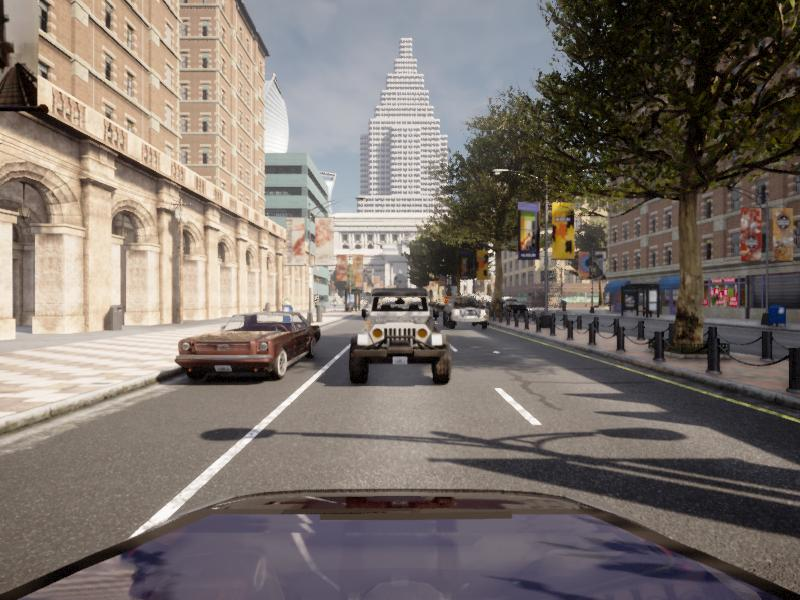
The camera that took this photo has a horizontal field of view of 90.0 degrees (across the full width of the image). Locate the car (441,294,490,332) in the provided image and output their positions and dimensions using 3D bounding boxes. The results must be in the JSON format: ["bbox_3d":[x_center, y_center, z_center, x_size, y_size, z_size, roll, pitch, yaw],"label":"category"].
[{"bbox_3d":[3.500,0.656,22.120,1.932,1.855,4.605,0,0,0],"label":"car"}]

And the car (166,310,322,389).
[{"bbox_3d":[-3.250,0.940,9.526,1.895,1.301,4.718,0,0,0],"label":"car"}]

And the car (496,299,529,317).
[{"bbox_3d":[11.498,0.777,41.414,1.930,1.638,5.238,0,0,0],"label":"car"}]

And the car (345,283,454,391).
[{"bbox_3d":[-0.001,0.647,8.931,1.905,1.878,3.866,0,0,0],"label":"car"}]

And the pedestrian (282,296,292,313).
[{"bbox_3d":[-12.293,0.491,43.446,0.751,1.860,0.751,0,0,9],"label":"pedestrian"}]

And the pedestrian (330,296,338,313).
[{"bbox_3d":[-7.525,0.492,45.836,0.751,1.860,0.751,0,0,5],"label":"pedestrian"}]
